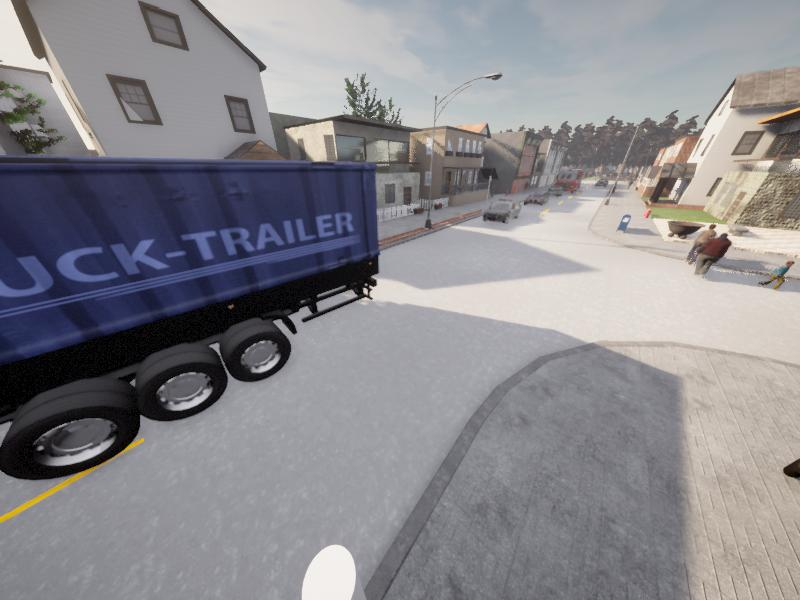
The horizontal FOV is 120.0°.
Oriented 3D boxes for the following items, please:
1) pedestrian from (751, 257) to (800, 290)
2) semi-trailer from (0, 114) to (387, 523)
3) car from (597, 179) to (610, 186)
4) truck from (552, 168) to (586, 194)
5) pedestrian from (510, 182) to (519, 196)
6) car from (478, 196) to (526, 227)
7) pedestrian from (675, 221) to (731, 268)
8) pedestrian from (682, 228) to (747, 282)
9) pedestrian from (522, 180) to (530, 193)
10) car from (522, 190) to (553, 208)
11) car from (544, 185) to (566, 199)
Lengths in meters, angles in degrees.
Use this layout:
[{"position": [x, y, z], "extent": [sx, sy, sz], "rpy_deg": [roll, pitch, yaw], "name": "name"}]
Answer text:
[{"position": [13.981, -0.973, 8.542], "extent": [0.500, 1.100, 0.500], "rpy_deg": [2, 30, 4], "name": "pedestrian"}, {"position": [-6.469, 0.655, 2.453], "extent": [14.254, 4.402, 2.717], "rpy_deg": [-26, 39, -37], "name": "semi-trailer"}, {"position": [50.640, -29.373, 57.513], "extent": [1.994, 1.385, 4.181], "rpy_deg": [23, 37, 34], "name": "car"}, {"position": [30.571, -21.603, 41.602], "extent": [2.891, 3.827, 8.468], "rpy_deg": [23, 37, 34], "name": "truck"}, {"position": [17.635, -17.143, 35.581], "extent": [0.751, 1.860, 0.751], "rpy_deg": [13, 32, 21], "name": "pedestrian"}, {"position": [8.751, -7.652, 19.617], "extent": [1.930, 1.638, 5.238], "rpy_deg": [22, 37, 33], "name": "car"}, {"position": [13.644, -2.533, 10.485], "extent": [0.751, 1.860, 0.751], "rpy_deg": [22, 37, 33], "name": "pedestrian"}, {"position": [12.432, -1.805, 9.223], "extent": [0.751, 1.860, 0.751], "rpy_deg": [22, 37, 33], "name": "pedestrian"}, {"position": [21.257, -19.092, 38.956], "extent": [0.751, 1.860, 0.751], "rpy_deg": [20, 36, 31], "name": "pedestrian"}, {"position": [16.562, -12.206, 27.778], "extent": [1.994, 1.385, 4.181], "rpy_deg": [23, 37, 34], "name": "car"}, {"position": [23.126, -16.186, 34.491], "extent": [1.789, 1.549, 3.705], "rpy_deg": [23, 37, 34], "name": "car"}]
